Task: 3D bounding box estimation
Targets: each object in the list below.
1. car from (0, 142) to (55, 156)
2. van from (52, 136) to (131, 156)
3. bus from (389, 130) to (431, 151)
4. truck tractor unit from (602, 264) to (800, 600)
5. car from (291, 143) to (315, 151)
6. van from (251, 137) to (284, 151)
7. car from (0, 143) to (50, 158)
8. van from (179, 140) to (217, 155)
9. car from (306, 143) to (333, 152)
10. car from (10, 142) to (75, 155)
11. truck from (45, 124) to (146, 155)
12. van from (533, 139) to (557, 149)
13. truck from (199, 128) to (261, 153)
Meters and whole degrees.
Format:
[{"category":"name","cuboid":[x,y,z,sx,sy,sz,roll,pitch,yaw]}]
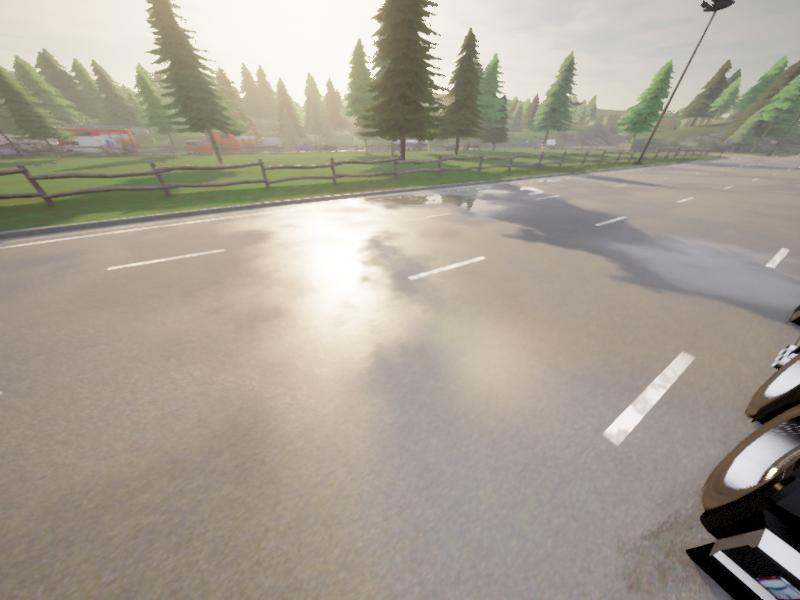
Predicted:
[{"category":"car","cuboid":[-55.216,-22.299,34.132,3.988,1.617,1.851,-18,39,-24]},{"category":"van","cuboid":[-46.150,-23.250,34.876,6.366,2.431,2.351,-18,39,-24]},{"category":"bus","cuboid":[2.707,-41.942,60.664,10.273,4.253,3.944,-18,39,-24]},{"category":"truck tractor unit","cuboid":[5.117,-0.293,0.783,6.516,4.208,3.053,-18,39,-24]},{"category":"car","cuboid":[-22.218,-35.106,52.972,4.514,1.525,2.007,-22,40,-28]},{"category":"van","cuboid":[-30.034,-35.404,52.394,5.915,2.561,1.988,-18,39,-24]},{"category":"car","cuboid":[-53.137,-20.672,31.797,4.856,1.649,2.033,-18,39,-24]},{"category":"van","cuboid":[-35.051,-26.643,40.249,4.442,1.987,1.775,-18,39,-24]},{"category":"car","cuboid":[-17.032,-32.234,48.921,4.892,1.490,1.837,-17,39,-25]},{"category":"car","cuboid":[-56.596,-24.159,36.782,5.027,1.651,2.152,-18,39,-24]},{"category":"truck","cuboid":[-47.905,-25.561,36.960,8.468,3.827,2.891,-18,39,-24]},{"category":"van","cuboid":[47.045,-50.675,75.155,5.915,2.561,1.988,13,37,18]},{"category":"truck","cuboid":[-32.235,-30.607,44.372,8.468,3.827,2.891,-18,39,-24]}]
